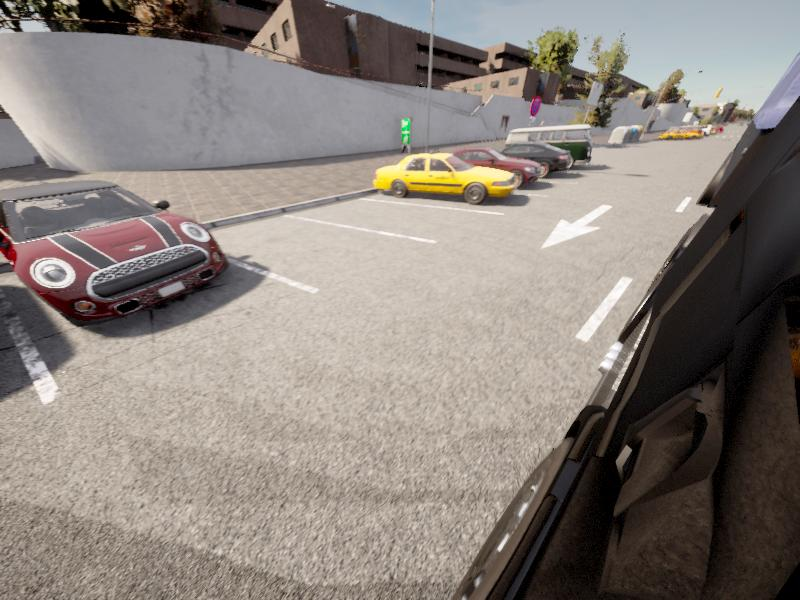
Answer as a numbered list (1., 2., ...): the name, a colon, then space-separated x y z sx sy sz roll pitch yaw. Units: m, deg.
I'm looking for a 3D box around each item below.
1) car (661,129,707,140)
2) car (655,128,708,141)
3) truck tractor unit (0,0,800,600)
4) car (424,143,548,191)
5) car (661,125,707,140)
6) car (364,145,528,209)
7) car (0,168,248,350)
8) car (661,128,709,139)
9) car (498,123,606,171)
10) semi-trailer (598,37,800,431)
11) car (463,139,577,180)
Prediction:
1. car: 52.778 -30.922 43.097 4.792 1.488 2.163 17 40 25
2. car: 48.395 -28.581 39.936 5.366 1.575 1.946 17 39 25
3. truck tractor unit: 2.645 -0.295 0.352 6.516 4.208 3.053 -28 44 -30
4. car: 3.619 -5.938 10.249 4.674 1.452 2.002 17 40 25
5. car: 50.614 -29.939 41.364 4.442 1.987 1.878 17 39 25
6. car: 1.500 -4.713 8.658 5.366 1.575 1.946 17 40 25
7. car: -5.533 -1.232 4.225 4.553 1.767 2.185 17 40 26
8. car: 54.927 -32.148 44.673 5.366 1.575 1.946 17 40 25
9. car: 8.269 -8.547 13.012 4.442 1.987 1.878 17 40 25
10. semi-trailer: 8.696 -3.598 4.243 14.254 4.402 2.717 -28 43 -30
11. car: 5.900 -7.145 11.727 4.674 1.452 2.002 17 41 25
